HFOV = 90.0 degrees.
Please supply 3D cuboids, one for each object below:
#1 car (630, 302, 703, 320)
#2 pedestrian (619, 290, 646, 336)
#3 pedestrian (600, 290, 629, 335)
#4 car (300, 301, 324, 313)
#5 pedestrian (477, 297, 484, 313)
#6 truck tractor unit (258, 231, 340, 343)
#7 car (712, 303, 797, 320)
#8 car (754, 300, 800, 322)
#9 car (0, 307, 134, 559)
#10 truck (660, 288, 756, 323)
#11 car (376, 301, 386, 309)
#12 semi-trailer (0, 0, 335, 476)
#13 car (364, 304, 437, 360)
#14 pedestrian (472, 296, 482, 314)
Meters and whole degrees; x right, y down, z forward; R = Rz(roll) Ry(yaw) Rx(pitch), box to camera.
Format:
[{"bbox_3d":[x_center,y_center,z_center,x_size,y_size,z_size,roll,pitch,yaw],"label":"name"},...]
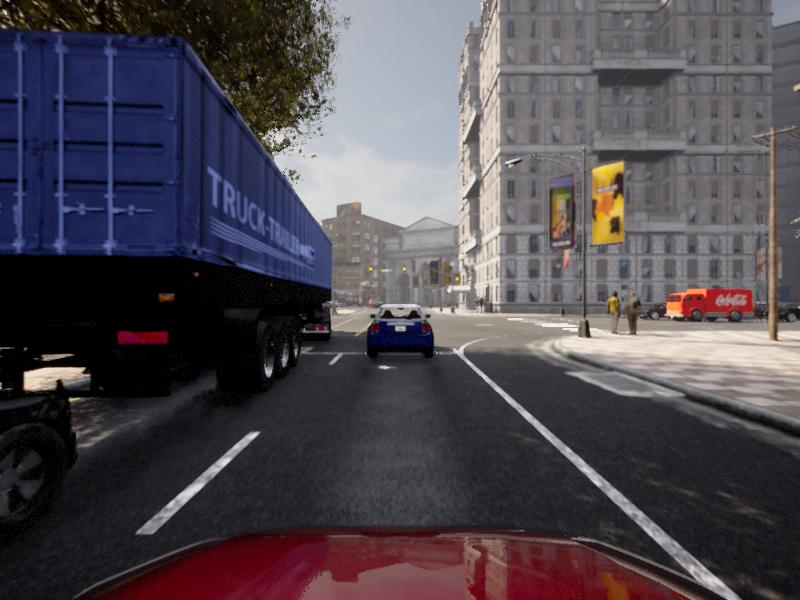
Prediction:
[{"bbox_3d":[22.347,0.896,33.620,4.892,1.490,1.837,0,0,0],"label":"car"},{"bbox_3d":[9.654,0.511,16.611,0.751,1.860,0.751,0,0,8],"label":"pedestrian"},{"bbox_3d":[9.070,0.511,16.920,0.751,1.860,0.751,0,0,-15],"label":"pedestrian"},{"bbox_3d":[-11.463,0.906,52.562,2.038,1.542,4.974,0,0,0],"label":"car"},{"bbox_3d":[9.477,0.557,46.874,0.751,1.860,0.751,0,0,15],"label":"pedestrian"},{"bbox_3d":[-4.733,-0.490,18.546,3.053,4.208,6.516,0,0,-15],"label":"truck tractor unit"},{"bbox_3d":[29.690,0.946,33.651,5.357,1.411,2.033,0,0,0],"label":"car"},{"bbox_3d":[30.124,0.817,30.148,5.238,1.638,1.930,0,0,0],"label":"car"},{"bbox_3d":[-3.496,0.832,1.234,2.038,1.542,4.974,0,0,0],"label":"car"},{"bbox_3d":[23.052,0.403,30.131,5.204,2.467,2.627,0,0,-1],"label":"truck"},{"bbox_3d":[-3.618,0.986,76.348,1.812,1.442,4.674,0,0,-3],"label":"car"},{"bbox_3d":[-3.801,-0.601,10.717,2.717,4.402,14.254,0,0,-4],"label":"semi-trailer"},{"bbox_3d":[0.011,0.872,12.594,1.970,1.475,3.806,0,0,0],"label":"car"},{"bbox_3d":[8.288,0.551,43.179,0.751,1.860,0.751,0,0,-17],"label":"pedestrian"}]
